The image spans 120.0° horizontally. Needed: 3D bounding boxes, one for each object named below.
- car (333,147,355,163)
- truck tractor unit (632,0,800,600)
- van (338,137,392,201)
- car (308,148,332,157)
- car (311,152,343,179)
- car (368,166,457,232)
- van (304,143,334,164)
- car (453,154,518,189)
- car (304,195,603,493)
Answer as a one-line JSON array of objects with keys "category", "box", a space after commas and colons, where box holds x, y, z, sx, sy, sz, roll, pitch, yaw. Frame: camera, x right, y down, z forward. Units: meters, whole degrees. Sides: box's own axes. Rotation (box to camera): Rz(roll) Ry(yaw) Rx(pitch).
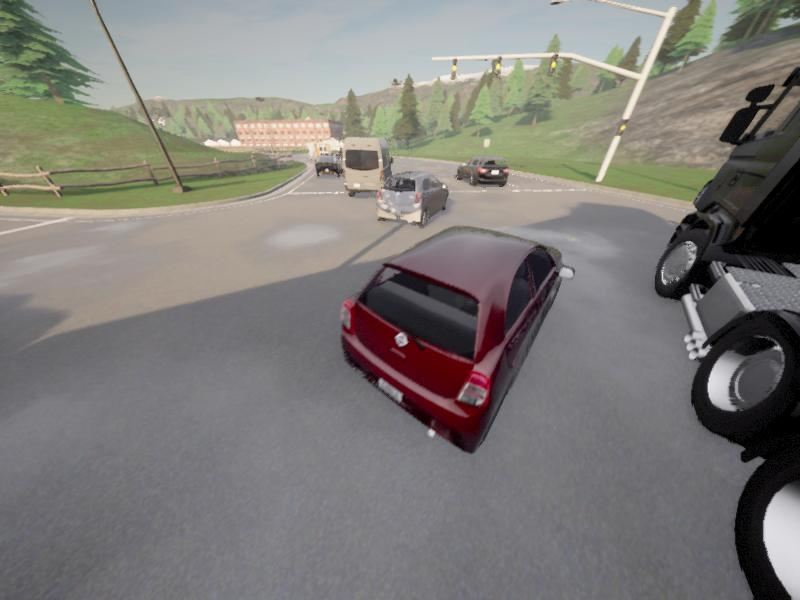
[{"category": "car", "box": [-8.571, -22.239, 35.304, 1.905, 1.878, 3.866, -18, 38, -25]}, {"category": "truck tractor unit", "box": [4.611, -0.620, 1.265, 3.053, 4.208, 6.516, 23, 41, 30]}, {"category": "van", "box": [-1.637, -7.656, 13.185, 1.988, 2.561, 5.915, 2, 34, 1]}, {"category": "car", "box": [-17.948, -33.150, 51.782, 4.902, 1.511, 2.128, 20, 39, 27]}, {"category": "car", "box": [-6.192, -11.875, 20.226, 1.930, 1.638, 5.238, -5, 35, -8]}, {"category": "car", "box": [0.638, -3.917, 8.557, 1.845, 1.501, 3.633, 15, 37, 21]}, {"category": "van", "box": [-12.098, -21.850, 34.267, 2.351, 2.431, 6.366, -18, 38, -25]}, {"category": "car", "box": [5.511, -8.920, 15.789, 2.242, 1.667, 4.611, -3, 34, -6]}, {"category": "car", "box": [1.047, -0.196, 3.065, 1.845, 1.501, 3.633, 25, 42, 31]}]
